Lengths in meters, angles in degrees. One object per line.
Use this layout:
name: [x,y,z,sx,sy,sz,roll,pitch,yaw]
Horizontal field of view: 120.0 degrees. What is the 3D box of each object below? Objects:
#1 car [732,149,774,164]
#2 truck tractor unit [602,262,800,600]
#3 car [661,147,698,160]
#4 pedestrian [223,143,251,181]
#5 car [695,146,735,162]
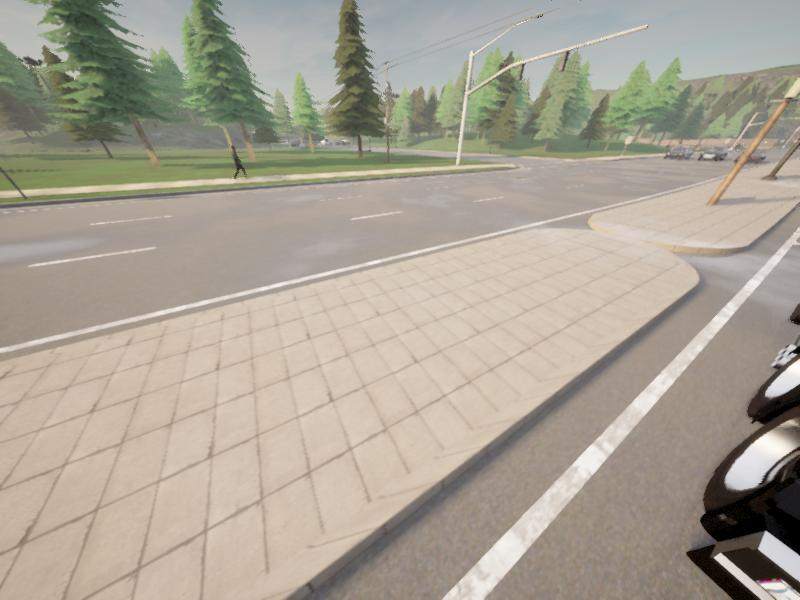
car: [44.564,-18.143,29.198,4.181,1.385,1.994,-18,39,-25]
truck tractor unit: [5.107,-0.306,0.786,6.516,4.208,3.053,-18,39,-24]
car: [41.596,-21.866,34.382,4.974,1.542,2.038,-18,39,-25]
pedestrian: [-9.706,-8.234,13.813,0.751,1.860,0.751,-17,38,-23]
car: [43.807,-20.339,32.121,4.856,1.649,2.033,-19,39,-25]
